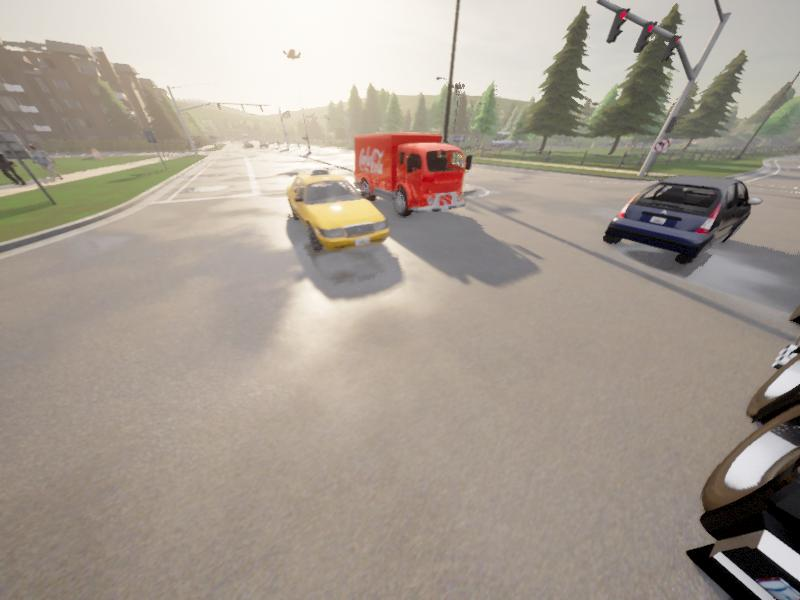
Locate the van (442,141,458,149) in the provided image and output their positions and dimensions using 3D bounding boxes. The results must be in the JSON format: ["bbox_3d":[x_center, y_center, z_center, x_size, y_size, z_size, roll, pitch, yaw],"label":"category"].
[{"bbox_3d":[14.528,-45.103,67.187,4.442,1.987,1.775,-18,39,-24],"label":"van"}]

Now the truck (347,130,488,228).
[{"bbox_3d":[0.214,-4.960,8.969,2.627,2.467,5.204,-18,39,-24],"label":"truck"}]

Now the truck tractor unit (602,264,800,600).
[{"bbox_3d":[5.109,-0.303,0.782,6.516,4.208,3.053,-18,39,-24],"label":"truck tractor unit"}]

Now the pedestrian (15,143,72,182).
[{"bbox_3d":[-20.311,-7.894,13.235,0.751,1.860,0.751,-15,38,-21],"label":"pedestrian"}]

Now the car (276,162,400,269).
[{"bbox_3d":[-2.111,-2.889,6.750,1.801,1.575,5.366,-18,39,-24],"label":"car"}]

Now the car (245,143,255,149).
[{"bbox_3d":[-41.572,-42.779,63.973,1.895,1.301,4.718,-18,39,-25],"label":"car"}]

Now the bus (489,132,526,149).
[{"bbox_3d":[33.552,-49.793,72.096,10.273,4.253,3.944,-18,39,-24],"label":"bus"}]

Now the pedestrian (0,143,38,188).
[{"bbox_3d":[-19.688,-6.696,11.518,0.751,1.860,0.751,-15,38,-21],"label":"pedestrian"}]

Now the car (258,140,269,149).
[{"bbox_3d":[-38.255,-43.717,64.856,1.905,1.878,3.866,-18,39,-25],"label":"car"}]

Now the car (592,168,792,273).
[{"bbox_3d":[7.339,-2.263,5.907,3.988,1.617,1.851,-18,39,-24],"label":"car"}]
